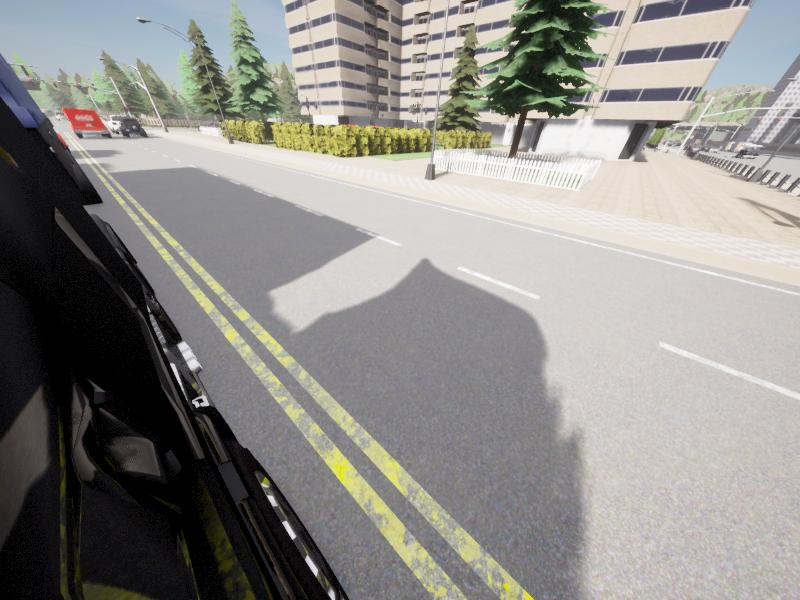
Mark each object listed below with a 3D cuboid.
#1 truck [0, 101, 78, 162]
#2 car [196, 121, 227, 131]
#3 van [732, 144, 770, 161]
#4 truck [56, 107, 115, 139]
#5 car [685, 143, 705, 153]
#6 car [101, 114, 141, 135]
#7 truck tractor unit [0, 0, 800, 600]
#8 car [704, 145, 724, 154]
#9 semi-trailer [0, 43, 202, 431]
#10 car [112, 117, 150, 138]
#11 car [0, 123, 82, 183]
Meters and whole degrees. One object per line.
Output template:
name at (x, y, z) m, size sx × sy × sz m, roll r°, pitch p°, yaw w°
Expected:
truck at (-21.380, -9.598, 13.063) m, size 5.204 × 2.467 × 2.627 m, roll 28°, pitch 44°, yaw 30°
car at (-41.832, -38.670, 51.410) m, size 2.242 × 1.667 × 4.611 m, roll 28°, pitch 44°, yaw 30°
van at (58.940, -24.884, 38.902) m, size 2.069 × 2.038 × 4.480 m, roll 28°, pitch 44°, yaw 30°
truck at (-33.519, -18.840, 24.647) m, size 5.204 × 2.467 × 2.627 m, roll 28°, pitch 43°, yaw 30°
car at (73.092, -37.709, 57.254) m, size 2.033 × 1.649 × 4.856 m, roll 28°, pitch 44°, yaw 30°
car at (-37.394, -23.474, 30.955) m, size 5.566 × 2.045 × 2.150 m, roll 28°, pitch 44°, yaw 30°
truck tractor unit at (-2.645, -0.295, 0.351) m, size 6.516 × 4.208 × 3.053 m, roll 28°, pitch 44°, yaw 30°
car at (76.890, -37.004, 56.649) m, size 1.851 × 1.617 × 3.988 m, roll 28°, pitch 44°, yaw 30°
semi-trailer at (-8.694, -3.609, 4.229) m, size 14.254 × 4.402 × 2.717 m, roll 28°, pitch 44°, yaw 30°
car at (-31.984, -20.519, 27.474) m, size 3.866 × 1.878 × 1.905 m, roll 28°, pitch 44°, yaw 30°
car at (-15.845, -6.295, 9.672) m, size 4.611 × 1.667 × 2.242 m, roll 28°, pitch 43°, yaw 30°
